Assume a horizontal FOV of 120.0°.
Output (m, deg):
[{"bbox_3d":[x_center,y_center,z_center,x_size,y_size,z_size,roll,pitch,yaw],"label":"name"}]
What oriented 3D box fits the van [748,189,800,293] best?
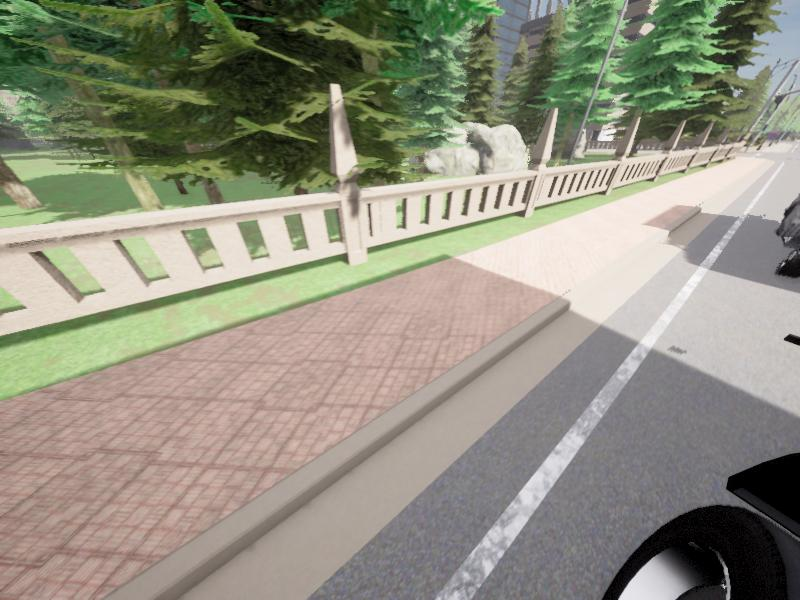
[{"bbox_3d":[9.949,-1.914,4.425,6.366,2.431,2.351,-22,41,-28],"label":"van"}]
